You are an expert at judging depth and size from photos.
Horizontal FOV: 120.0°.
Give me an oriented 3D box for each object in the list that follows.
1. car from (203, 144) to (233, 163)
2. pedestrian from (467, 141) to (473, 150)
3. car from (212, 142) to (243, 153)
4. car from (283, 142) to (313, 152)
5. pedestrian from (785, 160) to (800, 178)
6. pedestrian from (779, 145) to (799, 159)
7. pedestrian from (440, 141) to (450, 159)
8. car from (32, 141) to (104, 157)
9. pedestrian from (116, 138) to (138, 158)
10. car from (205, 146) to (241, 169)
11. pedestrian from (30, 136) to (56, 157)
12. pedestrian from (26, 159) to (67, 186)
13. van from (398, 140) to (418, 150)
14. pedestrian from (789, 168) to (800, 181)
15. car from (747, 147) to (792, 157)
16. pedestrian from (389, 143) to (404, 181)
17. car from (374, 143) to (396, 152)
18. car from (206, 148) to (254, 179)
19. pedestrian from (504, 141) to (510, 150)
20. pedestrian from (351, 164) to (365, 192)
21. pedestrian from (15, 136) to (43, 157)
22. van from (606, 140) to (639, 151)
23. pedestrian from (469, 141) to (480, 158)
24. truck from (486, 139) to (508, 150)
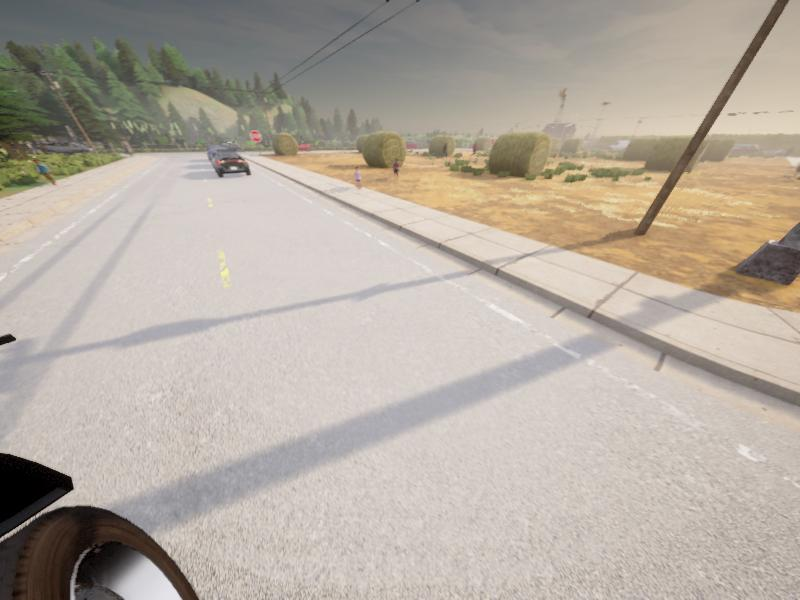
[{"bbox_3d":[-20.307,-16.361,25.681,2.007,1.525,4.514,-22,41,-29],"label":"car"},{"bbox_3d":[16.352,-35.991,53.784,0.751,1.860,0.751,-22,41,-29],"label":"pedestrian"},{"bbox_3d":[-28.635,-25.361,38.398,3.806,1.475,1.970,-20,40,-27],"label":"car"},{"bbox_3d":[-19.170,-28.821,43.473,4.514,1.525,2.007,-20,40,-27],"label":"car"},{"bbox_3d":[29.132,-9.541,16.833,0.500,1.100,0.500,26,42,31],"label":"pedestrian"},{"bbox_3d":[63.068,-23.987,37.462,0.751,1.860,0.751,-15,38,-22],"label":"pedestrian"},{"bbox_3d":[5.647,-18.704,28.851,0.751,1.860,0.751,-7,36,-11],"label":"pedestrian"},{"bbox_3d":[-40.622,-18.598,28.454,4.514,1.525,2.007,-19,39,-25],"label":"car"},{"bbox_3d":[-30.829,-17.231,26.135,0.751,1.860,0.751,20,39,25],"label":"pedestrian"},{"bbox_3d":[-16.258,-13.113,21.095,1.882,1.535,5.008,-22,41,-29],"label":"car"},{"bbox_3d":[-39.258,-16.871,25.406,0.751,1.860,0.751,25,42,31],"label":"pedestrian"},{"bbox_3d":[-17.235,-6.225,11.292,0.500,1.100,0.500,-13,37,-19],"label":"pedestrian"},{"bbox_3d":[1.779,-36.617,54.611,4.442,1.987,1.775,-20,40,-27],"label":"van"},{"bbox_3d":[27.214,-8.632,15.497,0.500,1.100,0.500,-7,36,-11],"label":"pedestrian"},{"bbox_3d":[79.118,-31.791,49.514,2.038,1.542,4.974,-22,41,-29],"label":"car"},{"bbox_3d":[-0.228,-8.162,13.677,0.751,1.860,0.751,-5,35,-8],"label":"pedestrian"},{"bbox_3d":[-3.064,-32.260,48.735,4.193,1.474,1.816,-20,40,-27],"label":"car"},{"bbox_3d":[-12.296,-9.921,16.604,2.038,1.542,4.974,-22,41,-29],"label":"car"},{"bbox_3d":[27.215,-39.280,58.688,0.751,1.860,0.751,-7,36,-11],"label":"pedestrian"},{"bbox_3d":[-1.976,-5.726,10.855,0.500,1.100,0.500,-10,36,-15],"label":"pedestrian"},{"bbox_3d":[-39.772,-16.463,24.813,0.751,1.860,0.751,26,42,31],"label":"pedestrian"},{"bbox_3d":[63.853,-44.395,66.414,1.988,2.561,5.915,-22,41,-29],"label":"van"},{"bbox_3d":[10.218,-20.668,31.745,0.751,1.860,0.751,-20,40,-27],"label":"pedestrian"},{"bbox_3d":[27.271,-43.685,64.767,5.204,2.467,2.627,-20,40,-27],"label":"truck"}]
